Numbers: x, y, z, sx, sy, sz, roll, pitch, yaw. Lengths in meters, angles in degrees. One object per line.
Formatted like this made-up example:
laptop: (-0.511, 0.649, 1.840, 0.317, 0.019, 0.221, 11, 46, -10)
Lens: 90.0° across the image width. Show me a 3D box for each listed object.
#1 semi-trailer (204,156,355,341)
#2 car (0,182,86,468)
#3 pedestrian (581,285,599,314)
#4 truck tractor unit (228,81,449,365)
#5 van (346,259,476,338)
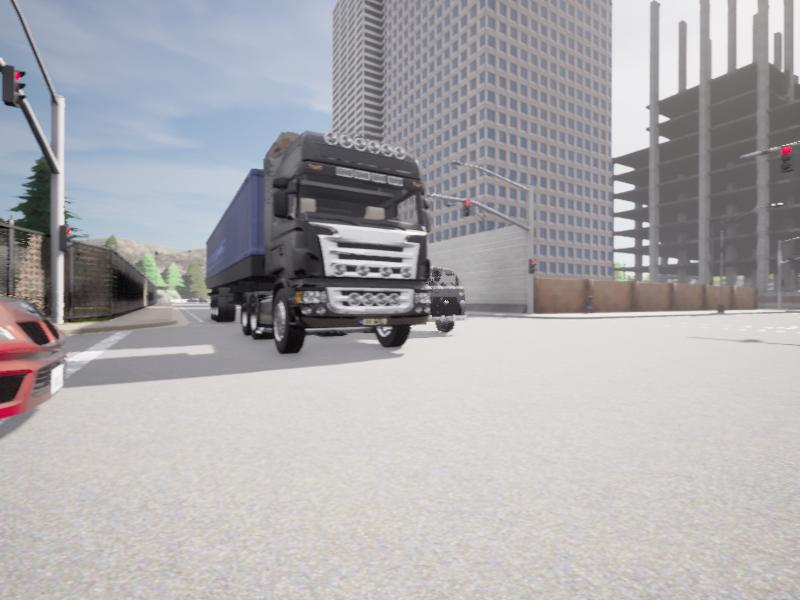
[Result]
semi-trailer: (-5.972, -1.254, 16.369, 2.717, 4.402, 14.254, 0, 0, -30)
car: (-4.820, 0.152, 2.184, 4.611, 1.667, 2.242, 0, 0, -30)
pedestrian: (12.465, -0.018, 26.235, 0.751, 1.860, 0.751, 0, 0, -34)
truck tractor unit: (-2.033, -1.125, 9.510, 3.053, 4.208, 6.516, 0, 0, -30)
van: (0.125, -0.023, 12.655, 2.069, 2.038, 4.480, 0, 0, -30)
